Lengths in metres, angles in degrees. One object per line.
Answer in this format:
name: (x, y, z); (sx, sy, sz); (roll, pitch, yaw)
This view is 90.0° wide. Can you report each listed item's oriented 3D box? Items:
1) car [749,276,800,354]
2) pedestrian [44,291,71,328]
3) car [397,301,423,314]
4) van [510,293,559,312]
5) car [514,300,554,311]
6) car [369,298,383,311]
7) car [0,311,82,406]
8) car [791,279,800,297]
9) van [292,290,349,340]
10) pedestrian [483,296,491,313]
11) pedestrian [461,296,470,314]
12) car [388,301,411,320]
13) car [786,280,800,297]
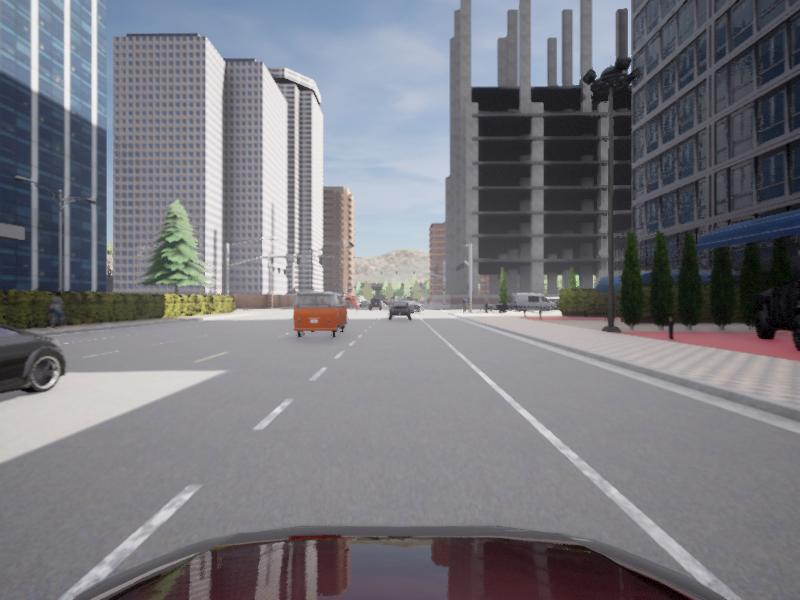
car: (13.120, 0.400, 12.379); (2.390, 2.098, 6.274); (0, 0, 31)
pedestrian: (-17.415, 0.481, 20.361); (0.751, 1.860, 0.751); (0, 0, 1)
car: (1.167, 0.845, 45.851); (1.970, 1.475, 3.806); (0, 0, 18)
van: (18.038, 0.312, 53.975); (5.915, 2.561, 1.988); (0, 0, 0)
car: (19.237, 0.770, 57.466); (5.027, 1.651, 2.152); (0, 0, 0)
car: (-3.686, 0.634, 61.547); (1.905, 1.878, 3.866); (0, 0, 0)
car: (-7.008, 0.907, 5.486); (1.994, 1.385, 4.181); (0, 0, -1)
car: (12.430, -0.349, 11.209); (1.750, 0.535, 1.642); (0, 0, 31)
van: (-3.476, 0.595, 18.298); (1.775, 1.987, 4.442); (0, 0, 0)
pedestrian: (9.353, 0.477, 43.204); (0.751, 1.860, 0.751); (0, 0, 3)
pedestrian: (6.676, 0.478, 40.979); (0.751, 1.860, 0.751); (0, 0, -2)
car: (-0.005, 0.839, 34.378); (1.837, 1.490, 4.892); (0, 0, 0)
car: (11.998, -0.342, 12.178); (0.156, 0.468, 0.945); (0, 0, 31)
